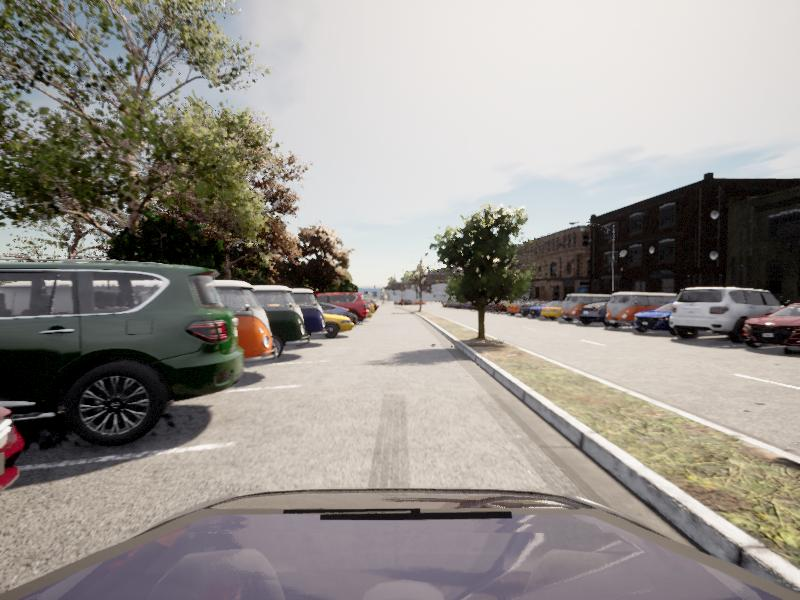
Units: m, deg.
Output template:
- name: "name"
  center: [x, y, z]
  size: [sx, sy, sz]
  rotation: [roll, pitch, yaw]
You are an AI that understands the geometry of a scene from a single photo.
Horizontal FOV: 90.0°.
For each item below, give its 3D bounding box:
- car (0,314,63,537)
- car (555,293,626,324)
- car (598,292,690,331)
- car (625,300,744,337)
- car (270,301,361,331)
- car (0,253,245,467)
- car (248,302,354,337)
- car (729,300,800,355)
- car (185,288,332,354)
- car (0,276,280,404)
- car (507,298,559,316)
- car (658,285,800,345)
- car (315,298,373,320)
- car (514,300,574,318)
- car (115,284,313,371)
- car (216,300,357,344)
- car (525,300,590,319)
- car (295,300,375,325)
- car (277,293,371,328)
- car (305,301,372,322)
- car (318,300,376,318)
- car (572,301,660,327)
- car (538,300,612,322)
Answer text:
- name: "car"
  center: [-4.829, 0.870, 1.781]
  size: [4.674, 1.452, 2.002]
  rotation: [-1, 0, -20]
- name: "car"
  center: [13.255, 0.588, 27.817]
  size: [4.442, 1.987, 1.878]
  rotation: [1, 0, -20]
- name: "car"
  center: [13.263, 0.587, 21.792]
  size: [4.442, 1.987, 1.878]
  rotation: [1, 0, -20]
- name: "car"
  center: [13.370, 0.814, 18.828]
  size: [5.008, 1.535, 2.097]
  rotation: [1, 0, -20]
- name: "car"
  center: [-4.805, 0.867, 22.628]
  size: [4.792, 1.488, 2.163]
  rotation: [-1, 0, -20]
- name: "car"
  center: [-4.855, 0.580, 4.743]
  size: [5.566, 2.045, 2.435]
  rotation: [-1, 0, -20]
- name: "car"
  center: [-4.856, 0.867, 19.625]
  size: [4.792, 1.488, 2.163]
  rotation: [-1, 0, -20]
- name: "car"
  center: [13.366, 0.812, 12.818]
  size: [5.008, 1.535, 2.097]
  rotation: [1, 0, -20]
- name: "car"
  center: [-4.724, 0.607, 13.730]
  size: [4.442, 1.987, 1.878]
  rotation: [-1, 0, -20]
- name: "car"
  center: [-4.719, 0.605, 7.774]
  size: [4.442, 1.987, 1.878]
  rotation: [-1, 0, -20]
- name: "car"
  center: [13.222, 0.690, 39.926]
  size: [4.553, 1.767, 2.185]
  rotation: [1, 0, -21]
- name: "car"
  center: [13.392, 0.562, 15.837]
  size: [5.566, 2.045, 2.435]
  rotation: [1, 0, -20]
- name: "car"
  center: [-4.870, 0.717, 34.508]
  size: [4.553, 1.767, 2.185]
  rotation: [-1, 0, -21]
- name: "car"
  center: [13.281, 0.817, 36.906]
  size: [4.892, 1.521, 2.231]
  rotation: [1, 0, -21]
- name: "car"
  center: [-4.722, 0.606, 10.751]
  size: [4.442, 1.987, 1.878]
  rotation: [-1, 0, -20]
- name: "car"
  center: [-4.654, 0.830, 16.728]
  size: [5.366, 1.575, 1.946]
  rotation: [-1, 0, -20]
- name: "car"
  center: [13.337, 0.816, 33.888]
  size: [5.008, 1.535, 2.097]
  rotation: [1, 0, -21]
- name: "car"
  center: [-4.674, 0.835, 28.630]
  size: [5.366, 1.575, 1.946]
  rotation: [-1, 0, -20]
- name: "car"
  center: [-4.864, 0.588, 25.577]
  size: [5.566, 2.045, 2.435]
  rotation: [-1, 0, -20]
- name: "car"
  center: [-4.860, 0.843, 31.531]
  size: [4.892, 1.521, 2.231]
  rotation: [-1, 0, -20]
- name: "car"
  center: [-4.933, 0.845, 37.464]
  size: [5.008, 1.535, 2.097]
  rotation: [-1, 0, -21]
- name: "car"
  center: [13.393, 0.845, 24.862]
  size: [4.792, 1.488, 2.163]
  rotation: [1, 0, -20]
- name: "car"
  center: [13.520, 0.815, 30.945]
  size: [5.366, 1.575, 1.946]
  rotation: [1, 0, -20]
